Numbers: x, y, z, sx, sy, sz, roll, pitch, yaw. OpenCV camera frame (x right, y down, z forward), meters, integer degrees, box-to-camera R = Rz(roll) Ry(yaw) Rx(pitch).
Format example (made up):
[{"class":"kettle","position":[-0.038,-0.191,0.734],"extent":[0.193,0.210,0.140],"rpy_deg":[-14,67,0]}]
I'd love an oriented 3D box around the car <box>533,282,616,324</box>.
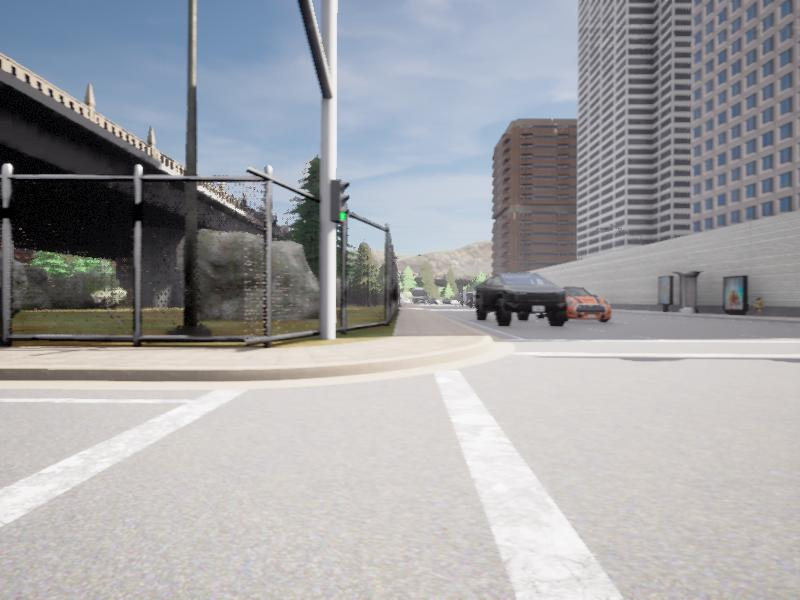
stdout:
[{"class":"car","position":[8.288,0.127,19.538],"extent":[2.097,1.767,4.553],"rpy_deg":[0,0,0]}]

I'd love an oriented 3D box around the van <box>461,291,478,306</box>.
[{"class":"van","position":[11.891,-0.212,69.047],"extent":[1.988,2.561,5.915],"rpy_deg":[0,0,0]}]

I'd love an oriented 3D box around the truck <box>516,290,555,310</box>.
[{"class":"truck","position":[15.340,0.037,45.794],"extent":[2.390,2.098,6.274],"rpy_deg":[0,0,0]}]

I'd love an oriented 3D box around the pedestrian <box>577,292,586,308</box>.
[{"class":"pedestrian","position":[20.402,0.011,45.045],"extent":[0.751,1.860,0.751],"rpy_deg":[0,0,10]}]

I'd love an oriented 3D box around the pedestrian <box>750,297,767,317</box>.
[{"class":"pedestrian","position":[19.219,0.368,21.447],"extent":[0.500,1.100,0.500],"rpy_deg":[0,0,-2]}]

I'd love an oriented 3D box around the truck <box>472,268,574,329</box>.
[{"class":"truck","position":[4.784,-0.049,16.903],"extent":[2.390,2.098,6.274],"rpy_deg":[0,0,0]}]

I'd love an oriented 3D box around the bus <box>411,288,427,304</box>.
[{"class":"bus","position":[5.091,-1.068,108.719],"extent":[3.944,4.253,10.273],"rpy_deg":[0,0,0]}]
